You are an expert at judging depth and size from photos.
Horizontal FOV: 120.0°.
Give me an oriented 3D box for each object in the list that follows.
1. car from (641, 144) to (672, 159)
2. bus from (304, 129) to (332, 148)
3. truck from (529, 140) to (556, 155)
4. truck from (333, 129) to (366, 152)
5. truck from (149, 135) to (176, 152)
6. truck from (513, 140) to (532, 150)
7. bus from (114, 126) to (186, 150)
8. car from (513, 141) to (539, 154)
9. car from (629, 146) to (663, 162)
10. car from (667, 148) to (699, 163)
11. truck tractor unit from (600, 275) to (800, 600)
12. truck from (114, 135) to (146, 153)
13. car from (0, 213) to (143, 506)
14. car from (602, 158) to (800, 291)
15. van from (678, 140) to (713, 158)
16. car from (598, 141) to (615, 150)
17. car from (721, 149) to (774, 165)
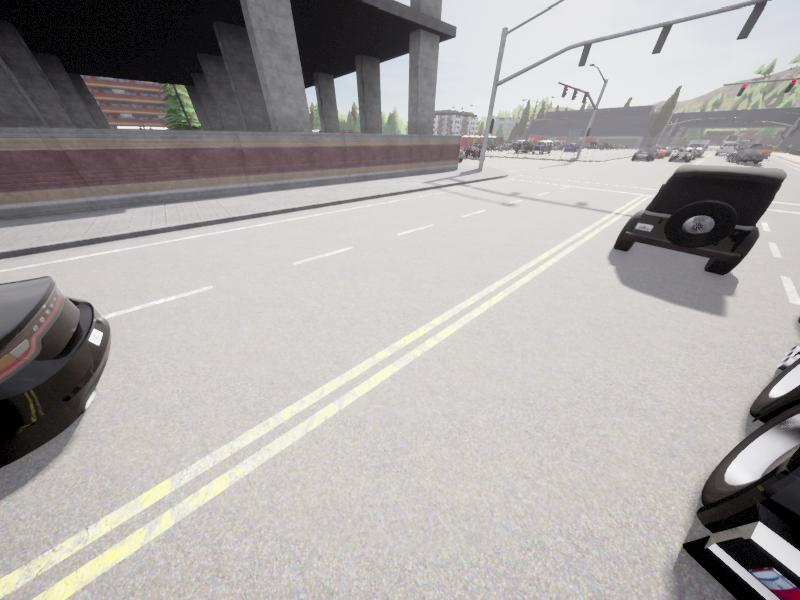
[{"bbox_3d":[39.674,-22.998,35.737,4.553,1.767,2.097,-26,42,-32],"label":"car"},{"bbox_3d":[-24.020,-47.180,67.643,3.944,4.253,10.273,-22,41,-29],"label":"bus"},{"bbox_3d":[25.087,-26.833,40.606,4.478,2.038,2.069,-26,42,-32],"label":"truck"},{"bbox_3d":[-11.341,-35.475,51.341,2.891,3.827,8.468,-26,43,-32],"label":"truck"},{"bbox_3d":[-44.207,-29.205,43.079,2.615,2.467,5.204,-26,42,-32],"label":"truck"},{"bbox_3d":[32.308,-40.966,60.935,4.478,2.038,2.069,-26,42,-32],"label":"truck"},{"bbox_3d":[-57.502,-37.599,53.722,10.273,4.253,3.944,-25,42,-32],"label":"bus"},{"bbox_3d":[23.172,-28.006,42.437,4.605,1.855,1.932,-26,42,-32],"label":"car"},{"bbox_3d":[33.695,-20.062,31.624,4.856,1.649,2.033,-26,42,-32],"label":"car"},{"bbox_3d":[37.151,-19.038,30.312,3.806,1.475,1.970,-26,42,-32],"label":"car"},{"bbox_3d":[5.129,-0.282,0.755,6.516,4.208,3.053,-17,39,-23],"label":"truck tractor unit"},{"bbox_3d":[-47.506,-27.631,40.794,2.615,2.467,5.204,-26,42,-32],"label":"truck"},{"bbox_3d":[-5.084,1.151,0.865,5.238,1.638,1.930,-26,42,-32],"label":"car"},{"bbox_3d":[6.887,-2.071,5.365,3.866,1.878,1.905,-26,42,-32],"label":"car"},{"bbox_3d":[49.331,-25.269,38.520,6.366,2.431,2.351,-26,42,-32],"label":"van"},{"bbox_3d":[54.850,-40.960,61.278,4.605,1.855,1.932,-26,42,-32],"label":"car"},{"bbox_3d":[42.384,-17.590,28.351,2.033,1.411,5.357,23,41,29],"label":"car"}]
